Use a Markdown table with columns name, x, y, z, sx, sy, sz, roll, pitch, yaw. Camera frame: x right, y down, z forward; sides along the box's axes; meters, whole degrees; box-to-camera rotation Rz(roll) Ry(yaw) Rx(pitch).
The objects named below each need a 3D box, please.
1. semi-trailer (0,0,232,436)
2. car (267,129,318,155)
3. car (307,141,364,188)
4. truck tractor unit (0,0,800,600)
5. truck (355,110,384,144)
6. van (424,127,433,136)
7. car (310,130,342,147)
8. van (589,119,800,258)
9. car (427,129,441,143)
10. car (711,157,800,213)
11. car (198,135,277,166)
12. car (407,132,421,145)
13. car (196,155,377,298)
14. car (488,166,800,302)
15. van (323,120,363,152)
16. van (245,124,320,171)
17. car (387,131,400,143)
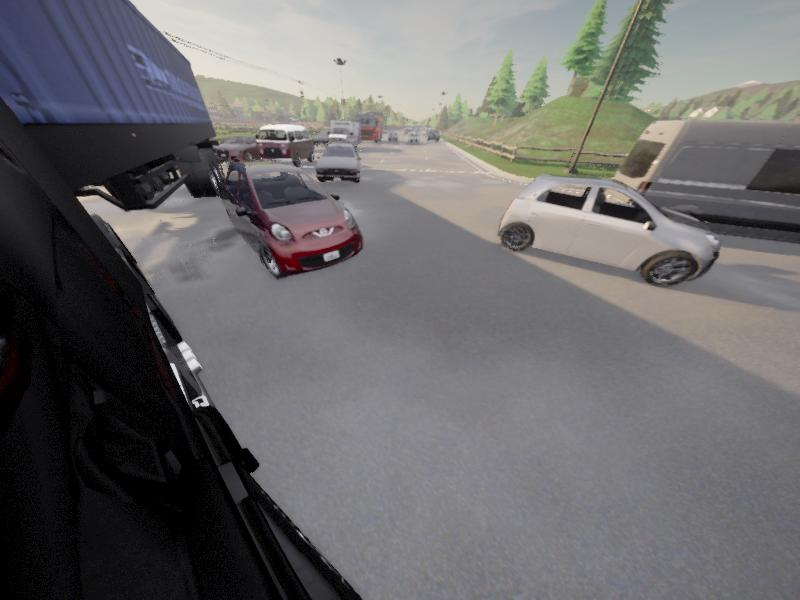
| name | x | y | z | sx | sy | sz | roll | pitch | yaw |
| --- | --- | --- | --- | --- | --- | --- | --- | --- | --- |
| semi-trailer | -6.856 | -4.423 | 5.459 | 2.717 | 4.402 | 14.254 | -16 | 41 | -22 |
| car | -9.691 | -14.725 | 21.391 | 2.152 | 1.651 | 5.027 | 4 | 37 | 2 |
| car | -2.926 | -7.023 | 11.680 | 2.033 | 1.411 | 5.357 | -2 | 37 | -6 |
| truck tractor unit | -2.645 | -0.295 | 0.351 | 6.516 | 4.208 | 3.053 | 28 | 44 | 30 |
| truck | -4.640 | -27.697 | 37.128 | 2.891 | 3.827 | 8.468 | 4 | 37 | 2 |
| van | 9.569 | -56.711 | 77.755 | 2.351 | 2.431 | 6.366 | 4 | 37 | 2 |
| car | -9.021 | -20.082 | 28.687 | 2.163 | 1.488 | 4.792 | 4 | 37 | 2 |
| van | 9.089 | -2.824 | 5.785 | 5.915 | 2.561 | 1.988 | 13 | 39 | 14 |
| car | 6.459 | -31.544 | 44.348 | 2.150 | 2.045 | 5.566 | 4 | 37 | 2 |
| car | 16.742 | -4.752 | 9.521 | 5.238 | 1.638 | 1.930 | -4 | 38 | -9 |
| car | -10.242 | -9.833 | 15.049 | 1.994 | 1.385 | 4.181 | 4 | 37 | 2 |
| car | 2.296 | -26.216 | 37.491 | 1.970 | 1.475 | 3.806 | 4 | 37 | 2 |
| car | -2.330 | -1.825 | 4.666 | 1.845 | 1.501 | 3.633 | -28 | 46 | -33 |
| car | 4.085 | -1.642 | 4.776 | 3.633 | 1.501 | 1.845 | 22 | 41 | 24 |
| van | -5.848 | -17.603 | 24.766 | 2.351 | 2.431 | 6.366 | 4 | 37 | 2 |
| van | -6.743 | -9.359 | 14.050 | 2.069 | 2.038 | 4.480 | 2 | 37 | 1 |
| car | -1.082 | -27.357 | 38.783 | 1.845 | 1.501 | 3.633 | 4 | 37 | 2 |
